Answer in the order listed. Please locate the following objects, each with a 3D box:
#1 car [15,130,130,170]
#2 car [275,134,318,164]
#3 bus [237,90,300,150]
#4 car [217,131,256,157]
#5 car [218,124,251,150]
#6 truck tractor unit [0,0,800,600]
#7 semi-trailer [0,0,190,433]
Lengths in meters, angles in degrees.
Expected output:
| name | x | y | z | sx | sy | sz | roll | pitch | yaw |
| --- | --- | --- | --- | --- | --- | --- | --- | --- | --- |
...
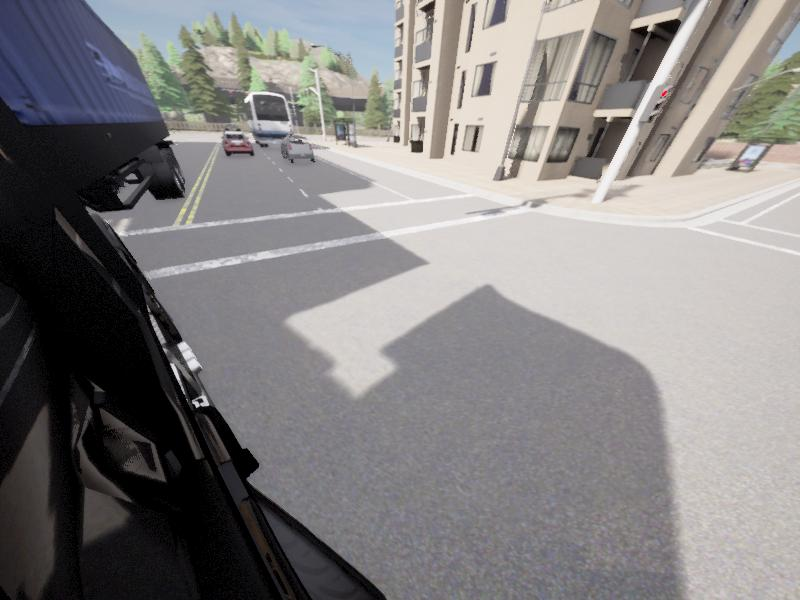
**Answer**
| name | x | y | z | sx | sy | sz | roll | pitch | yaw |
| --- | --- | --- | --- | --- | --- | --- | --- | --- | --- |
| car | -16.526 | -7.895 | 12.054 | 1.994 | 1.385 | 4.181 | -18 | 41 | -25 |
| car | -7.391 | -10.782 | 16.403 | 1.845 | 1.501 | 3.633 | -18 | 41 | -25 |
| bus | -14.325 | -19.106 | 24.861 | 3.944 | 4.253 | 10.273 | -18 | 41 | -25 |
| car | -12.751 | -12.255 | 18.076 | 1.970 | 1.475 | 3.806 | -18 | 41 | -25 |
| car | -15.763 | -15.617 | 22.063 | 1.932 | 1.855 | 4.605 | -18 | 41 | -25 |
| truck tractor unit | -2.645 | -0.295 | 0.351 | 6.516 | 4.208 | 3.053 | 28 | 44 | 30 |
| semi-trailer | -7.546 | -4.196 | 5.108 | 2.717 | 4.402 | 14.254 | -21 | 43 | -28 |
